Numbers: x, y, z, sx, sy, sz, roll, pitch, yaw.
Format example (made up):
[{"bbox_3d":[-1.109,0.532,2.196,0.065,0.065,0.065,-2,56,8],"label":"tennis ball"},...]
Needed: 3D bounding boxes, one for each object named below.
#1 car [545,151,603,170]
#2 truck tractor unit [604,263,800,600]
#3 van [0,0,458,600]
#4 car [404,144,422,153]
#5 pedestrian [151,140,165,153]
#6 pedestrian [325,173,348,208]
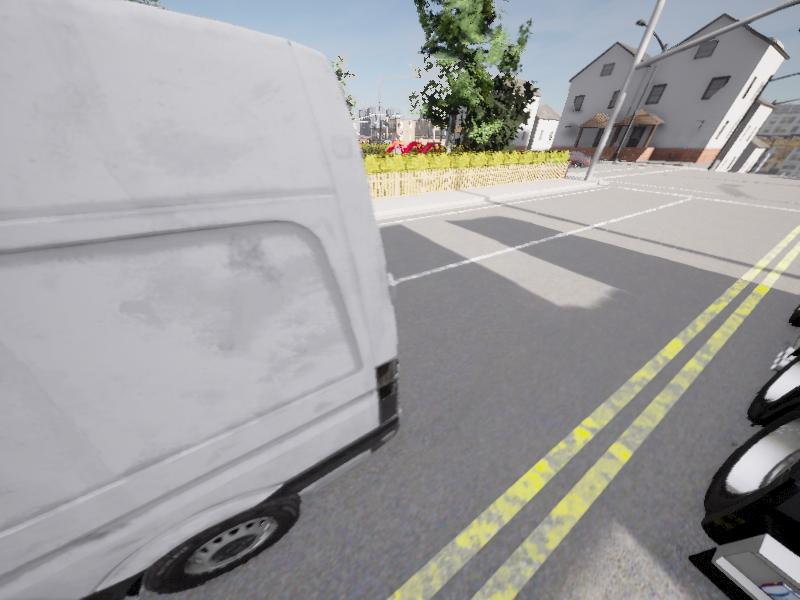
[{"bbox_3d":[17.899,-14.552,23.986,1.994,1.385,4.181,-21,40,-28],"label":"car"},{"bbox_3d":[5.105,-0.304,0.806,6.516,4.208,3.053,-18,38,-24],"label":"truck tractor unit"},{"bbox_3d":[-2.926,0.668,0.805,5.915,2.561,1.988,-18,39,-24],"label":"van"},{"bbox_3d":[2.867,-33.735,51.408,1.812,1.442,4.674,-18,39,-24],"label":"car"},{"bbox_3d":[-40.659,-25.820,38.874,0.751,1.860,0.751,-8,36,-12],"label":"pedestrian"},{"bbox_3d":[-2.360,-4.125,8.677,0.500,1.100,0.500,8,35,11],"label":"pedestrian"}]
